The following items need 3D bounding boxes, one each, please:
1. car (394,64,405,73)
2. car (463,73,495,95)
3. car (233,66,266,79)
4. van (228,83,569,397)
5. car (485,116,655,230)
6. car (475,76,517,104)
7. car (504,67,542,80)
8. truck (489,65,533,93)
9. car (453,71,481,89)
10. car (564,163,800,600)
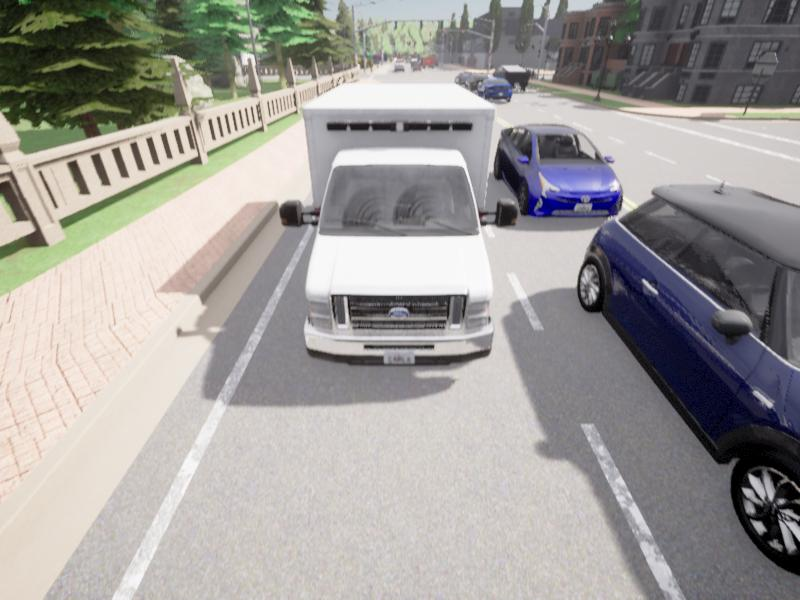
[{"bbox_3d":[-0.076,-45.136,77.924,2.033,1.411,5.357,0,32,0],"label":"car"},{"bbox_3d":[6.962,-19.342,35.755,1.837,1.490,4.892,0,31,0],"label":"car"},{"bbox_3d":[-22.223,-33.760,59.233,3.988,1.617,1.851,0,32,0],"label":"car"},{"bbox_3d":[-0.012,-1.724,6.111,2.351,2.431,6.366,0,32,0],"label":"van"},{"bbox_3d":[3.488,-3.194,9.371,2.007,1.525,4.514,0,32,0],"label":"car"},{"bbox_3d":[6.969,-15.645,29.681,1.882,1.535,5.008,0,31,0],"label":"car"},{"bbox_3d":[17.135,-31.661,55.901,4.514,1.525,2.007,0,32,0],"label":"car"},{"bbox_3d":[10.461,-21.242,38.279,2.390,2.098,6.274,0,31,0],"label":"truck"},{"bbox_3d":[6.960,-23.290,42.293,2.033,1.411,5.357,0,31,0],"label":"car"},{"bbox_3d":[3.492,0.212,3.558,2.097,1.767,4.553,0,32,0],"label":"car"}]
